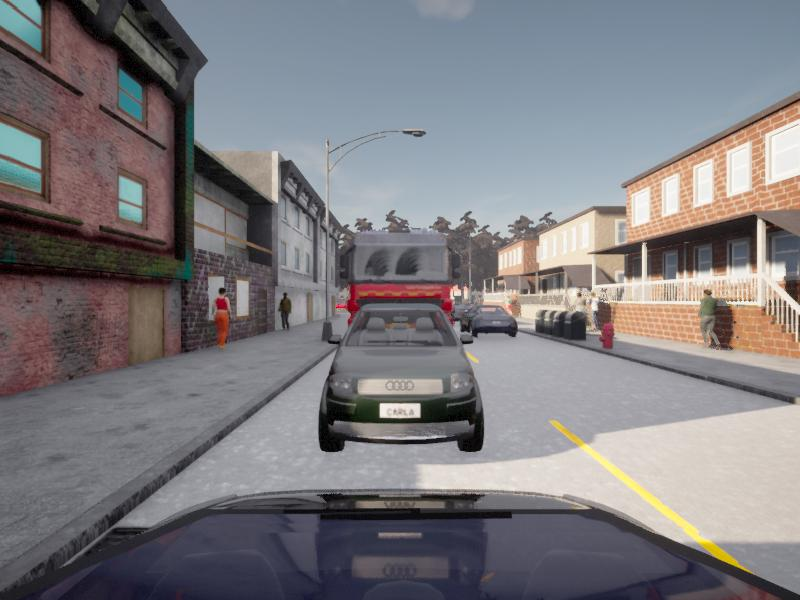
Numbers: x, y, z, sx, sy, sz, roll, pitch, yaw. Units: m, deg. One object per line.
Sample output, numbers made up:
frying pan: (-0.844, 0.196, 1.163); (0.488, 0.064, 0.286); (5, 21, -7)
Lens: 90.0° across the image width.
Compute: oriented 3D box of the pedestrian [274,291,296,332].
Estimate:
pedestrian: (-5.346, 0.533, 18.632); (0.751, 1.860, 0.751); (0, 0, 3)

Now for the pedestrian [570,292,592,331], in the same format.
pedestrian: (8.799, 0.533, 19.492); (0.751, 1.860, 0.751); (0, 0, 5)

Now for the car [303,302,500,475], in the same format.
car: (0.007, 0.815, 5.489); (1.789, 1.549, 3.705); (0, 0, 0)

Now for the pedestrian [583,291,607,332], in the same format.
pedestrian: (9.206, 0.533, 18.906); (0.751, 1.860, 0.751); (0, 0, 0)

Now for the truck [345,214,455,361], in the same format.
truck: (-0.012, -0.321, 14.684); (2.891, 3.827, 8.468); (0, 0, 0)

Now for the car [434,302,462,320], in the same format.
car: (3.915, 0.870, 33.546); (1.812, 1.442, 4.674); (0, 0, 0)

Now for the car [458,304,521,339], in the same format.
car: (3.987, 0.907, 18.568); (1.994, 1.385, 4.181); (0, 0, 0)

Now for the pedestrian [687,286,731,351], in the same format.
pedestrian: (9.221, 0.533, 11.961); (0.751, 1.860, 0.751); (0, 0, 1)

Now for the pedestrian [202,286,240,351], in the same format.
pedestrian: (-5.245, 0.533, 11.771); (0.751, 1.860, 0.751); (0, 0, 3)

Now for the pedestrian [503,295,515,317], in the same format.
pedestrian: (9.252, 0.533, 33.961); (0.751, 1.860, 0.751); (0, 0, -1)

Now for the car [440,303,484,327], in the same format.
car: (3.970, 0.895, 26.452); (2.033, 1.411, 5.357); (0, 0, 0)
